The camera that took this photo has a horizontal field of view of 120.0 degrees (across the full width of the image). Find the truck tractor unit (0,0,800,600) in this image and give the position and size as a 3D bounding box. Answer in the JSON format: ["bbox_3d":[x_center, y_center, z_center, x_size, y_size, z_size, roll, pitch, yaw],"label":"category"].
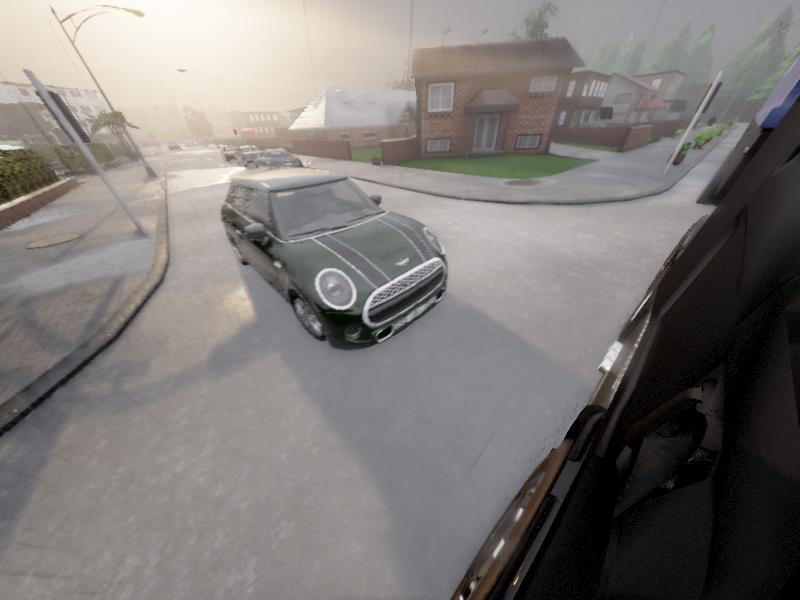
[{"bbox_3d":[2.645,-0.295,0.351,6.516,4.208,3.053,-28,44,-30],"label":"truck tractor unit"}]

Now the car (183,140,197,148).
[{"bbox_3d":[-59.385,-44.080,65.181,2.152,1.651,5.027,-28,44,-30],"label":"car"}]

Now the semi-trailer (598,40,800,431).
[{"bbox_3d":[8.692,-3.610,4.232,14.254,4.402,2.717,-28,44,-30],"label":"semi-trailer"}]

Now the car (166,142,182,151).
[{"bbox_3d":[-48.622,-33.018,49.679,1.994,1.385,4.181,-28,44,-30],"label":"car"}]

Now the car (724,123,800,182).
[{"bbox_3d":[16.213,-6.491,9.919,5.238,1.638,1.930,-28,44,-30],"label":"car"}]

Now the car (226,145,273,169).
[{"bbox_3d":[-13.125,-12.541,20.069,2.033,1.411,5.357,-28,44,-30],"label":"car"}]

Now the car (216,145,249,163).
[{"bbox_3d":[-17.749,-15.509,24.410,1.895,1.301,4.718,-27,43,-29],"label":"car"}]

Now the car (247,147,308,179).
[{"bbox_3d":[-8.071,-9.036,15.089,1.994,1.385,4.181,-30,45,-32],"label":"car"}]

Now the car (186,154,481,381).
[{"bbox_3d":[-1.410,-1.219,3.869,2.097,1.767,4.553,-32,46,-33],"label":"car"}]
